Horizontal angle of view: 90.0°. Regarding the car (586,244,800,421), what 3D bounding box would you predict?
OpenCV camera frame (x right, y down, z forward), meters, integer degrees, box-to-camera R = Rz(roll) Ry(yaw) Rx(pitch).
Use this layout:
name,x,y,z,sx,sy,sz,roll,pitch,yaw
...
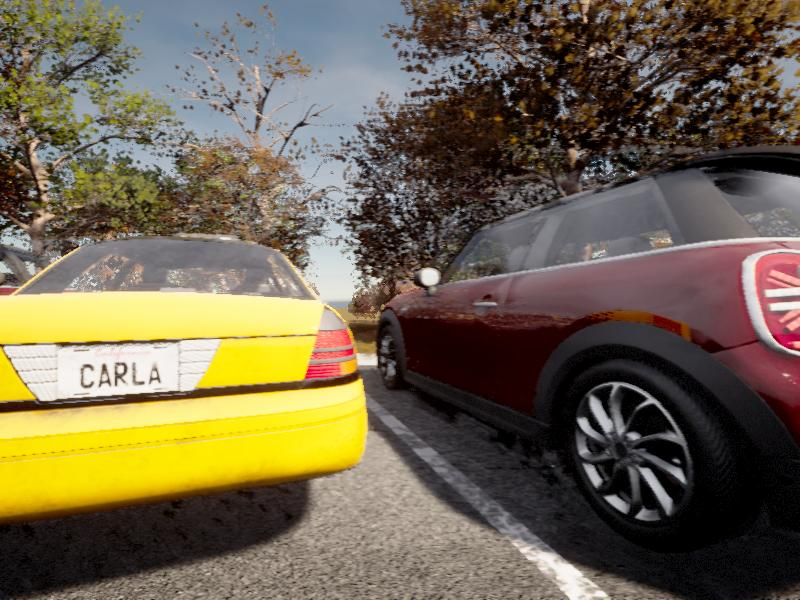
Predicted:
name,x,y,z,sx,sy,sz,roll,pitch,yaw
car,4.252,0.261,3.515,2.002,1.452,4.674,0,-1,-20

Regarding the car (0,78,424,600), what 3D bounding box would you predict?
name,x,y,z,sx,sy,sz,roll,pitch,yaw
car,-1.736,0.232,3.664,1.946,1.575,5.366,0,-1,-20

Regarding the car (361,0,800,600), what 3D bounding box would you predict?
name,x,y,z,sx,sy,sz,roll,pitch,yaw
car,1.299,0.101,3.468,2.185,1.767,4.553,0,-1,-20

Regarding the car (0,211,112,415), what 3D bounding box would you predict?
name,x,y,z,sx,sy,sz,roll,pitch,yaw
car,-4.638,0.113,3.535,2.185,1.767,4.553,0,-1,-19
